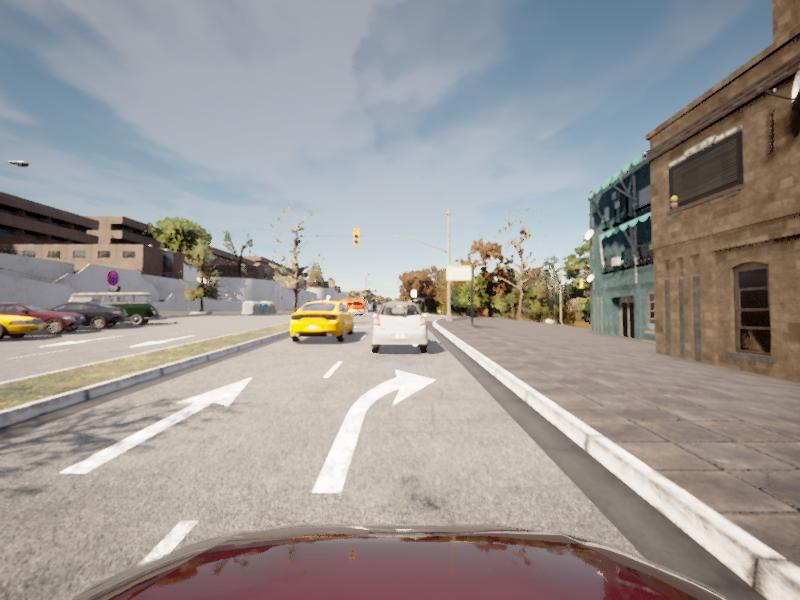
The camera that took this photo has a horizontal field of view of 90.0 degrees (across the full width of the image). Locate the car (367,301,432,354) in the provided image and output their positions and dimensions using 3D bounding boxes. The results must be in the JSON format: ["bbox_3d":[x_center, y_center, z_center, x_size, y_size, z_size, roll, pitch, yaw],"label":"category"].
[{"bbox_3d":[-0.008,0.788,13.192,1.845,1.501,3.633,0,0,0],"label":"car"}]

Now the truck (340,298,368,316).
[{"bbox_3d":[-6.705,1.051,57.546,2.627,2.467,5.204,0,-1,-24],"label":"truck"}]

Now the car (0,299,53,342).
[{"bbox_3d":[-16.781,0.783,14.972,5.366,1.575,1.946,-1,0,-20],"label":"car"}]

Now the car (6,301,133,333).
[{"bbox_3d":[-16.950,0.810,20.860,4.674,1.452,2.002,-1,0,-20],"label":"car"}]

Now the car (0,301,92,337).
[{"bbox_3d":[-16.957,0.819,17.886,4.674,1.452,2.002,-1,0,-20],"label":"car"}]

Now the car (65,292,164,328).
[{"bbox_3d":[-16.849,0.534,23.884,4.442,1.987,1.878,-1,0,-20],"label":"car"}]

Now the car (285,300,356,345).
[{"bbox_3d":[-3.012,0.776,16.252,1.882,1.535,5.008,0,0,0],"label":"car"}]
